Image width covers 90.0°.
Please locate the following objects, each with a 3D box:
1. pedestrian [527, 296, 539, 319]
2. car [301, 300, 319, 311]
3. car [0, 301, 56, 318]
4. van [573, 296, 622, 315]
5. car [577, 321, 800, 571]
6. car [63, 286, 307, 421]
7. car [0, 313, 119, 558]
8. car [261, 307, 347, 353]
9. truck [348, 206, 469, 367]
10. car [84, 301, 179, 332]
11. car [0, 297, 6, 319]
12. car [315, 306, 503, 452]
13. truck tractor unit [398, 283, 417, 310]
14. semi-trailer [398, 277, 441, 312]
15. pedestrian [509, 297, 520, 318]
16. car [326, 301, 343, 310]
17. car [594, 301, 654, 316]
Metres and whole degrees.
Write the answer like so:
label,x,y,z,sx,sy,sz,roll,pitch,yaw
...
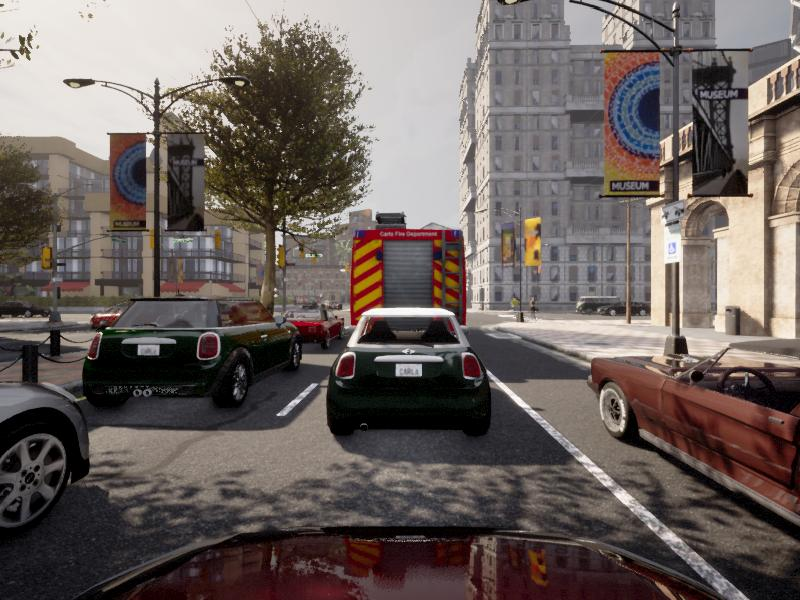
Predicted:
label,x,y,z,sx,sy,sz,roll,pitch,yaw
pedestrian,11.110,0.637,33.448,0.751,1.860,0.751,0,0,3
car,-13.798,0.815,61.323,1.789,1.549,3.705,0,0,1
car,-35.043,0.844,37.036,4.892,1.490,1.837,0,0,1
van,21.300,0.599,43.240,4.442,1.987,1.775,0,0,1
car,3.308,0.938,3.058,1.895,1.301,4.718,0,0,1
car,-3.355,0.694,7.527,2.097,1.767,4.553,0,0,1
car,-3.473,0.853,1.600,1.970,1.475,3.806,0,0,1
car,-3.218,0.944,14.445,1.895,1.301,4.718,0,0,1
truck,0.274,-0.321,13.781,2.891,3.827,8.468,0,0,1
car,-14.433,0.828,21.908,2.007,1.525,4.514,0,0,3
car,-35.827,0.646,33.530,3.866,1.878,1.905,0,0,2
car,0.119,0.853,6.110,1.970,1.475,3.806,0,0,1
truck tractor unit,1.261,-0.516,65.335,3.053,4.208,6.516,0,0,2
semi-trailer,2.403,-0.618,57.545,2.717,4.402,14.254,0,0,-12
pedestrian,10.234,0.637,35.819,0.751,1.860,0.751,0,0,-3
car,-10.261,0.853,63.188,1.970,1.475,3.806,0,0,1
car,22.181,0.844,39.726,4.892,1.490,1.837,0,0,1
